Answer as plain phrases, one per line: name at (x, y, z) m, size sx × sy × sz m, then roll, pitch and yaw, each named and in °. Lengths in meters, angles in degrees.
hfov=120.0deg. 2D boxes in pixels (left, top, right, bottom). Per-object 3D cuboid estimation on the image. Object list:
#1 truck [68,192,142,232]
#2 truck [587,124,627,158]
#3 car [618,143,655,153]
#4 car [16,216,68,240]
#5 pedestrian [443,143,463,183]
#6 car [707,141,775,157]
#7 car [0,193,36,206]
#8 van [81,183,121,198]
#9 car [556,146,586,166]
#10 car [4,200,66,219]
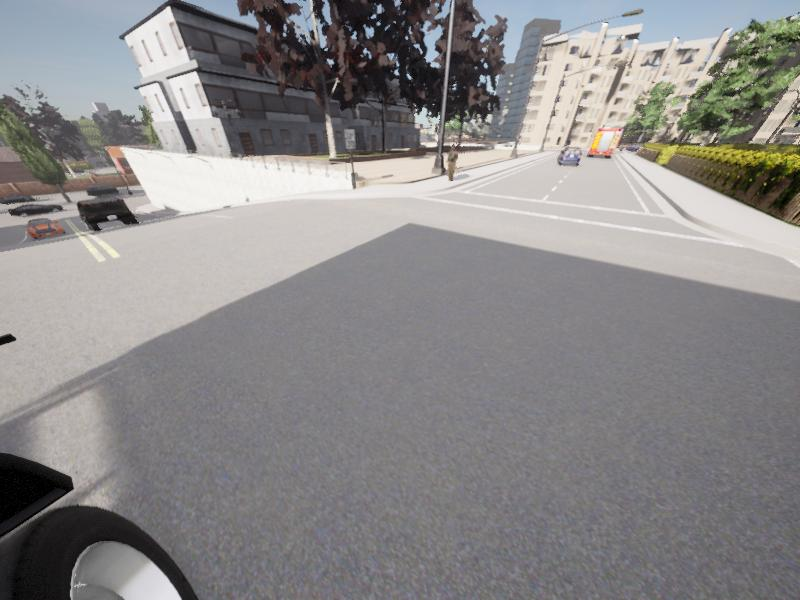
truck at (-22.209, -6.482, 17.366) m, size 6.274 × 2.098 × 2.390 m, roll 12°, pitch 35°, yaw 35°
truck at (30.776, -23.783, 34.608) m, size 2.891 × 3.827 × 8.468 m, roll 23°, pitch 41°, yaw 28°
car at (46.643, -30.130, 45.798) m, size 4.792 × 1.488 × 2.163 m, roll 23°, pitch 41°, yaw 29°
car at (-36.259, -7.410, 23.526) m, size 4.553 × 1.767 × 2.097 m, roll 15°, pitch 37°, yaw 33°
pedestrian at (2.887, -7.553, 12.746) m, size 0.751 × 1.860 × 0.751 m, roll 11°, pitch 37°, yaw 15°
car at (54.685, -24.471, 37.312) m, size 5.566 × 2.045 × 2.150 m, roll 23°, pitch 41°, yaw 29°
car at (-70.511, -18.398, 42.181) m, size 1.994 × 1.385 × 4.181 m, roll 22°, pitch 41°, yaw 28°
van at (-61.495, -22.541, 47.576) m, size 1.775 × 1.987 × 4.442 m, roll 22°, pitch 41°, yaw 28°
car at (17.624, -14.984, 23.983) m, size 1.789 × 1.549 × 3.705 m, roll 15°, pitch 38°, yaw 20°
car at (-57.186, -14.316, 36.351) m, size 1.882 × 1.535 × 5.008 m, roll 22°, pitch 41°, yaw 28°
